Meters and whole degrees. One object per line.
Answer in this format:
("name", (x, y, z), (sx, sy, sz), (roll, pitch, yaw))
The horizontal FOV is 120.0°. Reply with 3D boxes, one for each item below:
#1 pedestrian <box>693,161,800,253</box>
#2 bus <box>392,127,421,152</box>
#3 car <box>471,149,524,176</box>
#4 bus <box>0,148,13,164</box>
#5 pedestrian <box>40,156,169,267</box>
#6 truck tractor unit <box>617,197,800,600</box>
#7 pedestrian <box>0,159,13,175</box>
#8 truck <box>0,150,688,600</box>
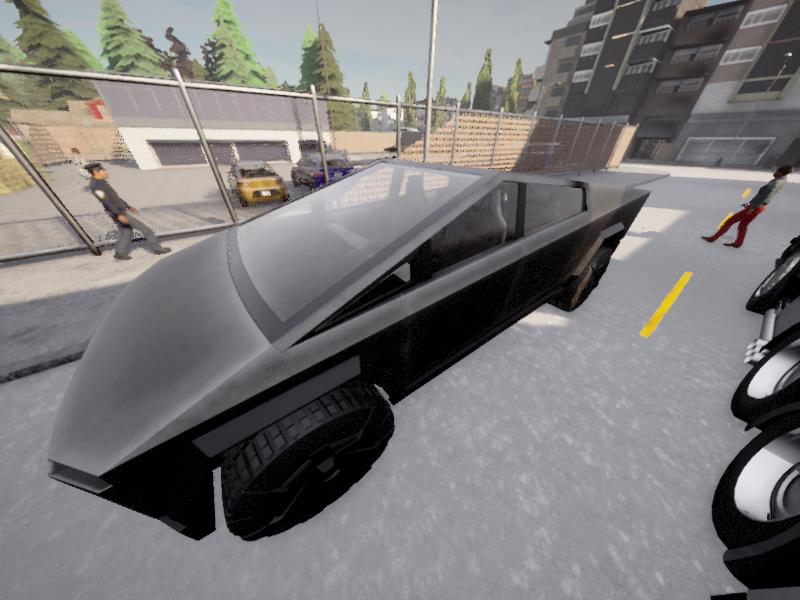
("pedestrian", (8.398, -2.181, 5.500), (0.751, 1.860, 0.751), (-10, 36, -14))
("bus", (1.662, -36.444, 52.477), (3.944, 4.253, 10.273), (10, 36, 12))
("car", (7.589, -10.806, 18.038), (3.705, 1.547, 1.789), (-23, 41, -29))
("bus", (-45.774, -15.656, 22.385), (10.273, 4.253, 3.944), (9, 36, 12))
("pedestrian", (-5.601, -1.734, 4.586), (0.751, 1.860, 0.751), (-25, 42, -31))
("truck tractor unit", (4.996, -0.399, 0.940), (6.516, 4.208, 3.053), (-23, 41, -29))
("pedestrian", (-27.629, -9.446, 15.466), (0.751, 1.860, 0.751), (-22, 41, -28))
("truck", (0.637, -0.581, 2.990), (6.274, 2.098, 2.390), (-22, 41, -29))
